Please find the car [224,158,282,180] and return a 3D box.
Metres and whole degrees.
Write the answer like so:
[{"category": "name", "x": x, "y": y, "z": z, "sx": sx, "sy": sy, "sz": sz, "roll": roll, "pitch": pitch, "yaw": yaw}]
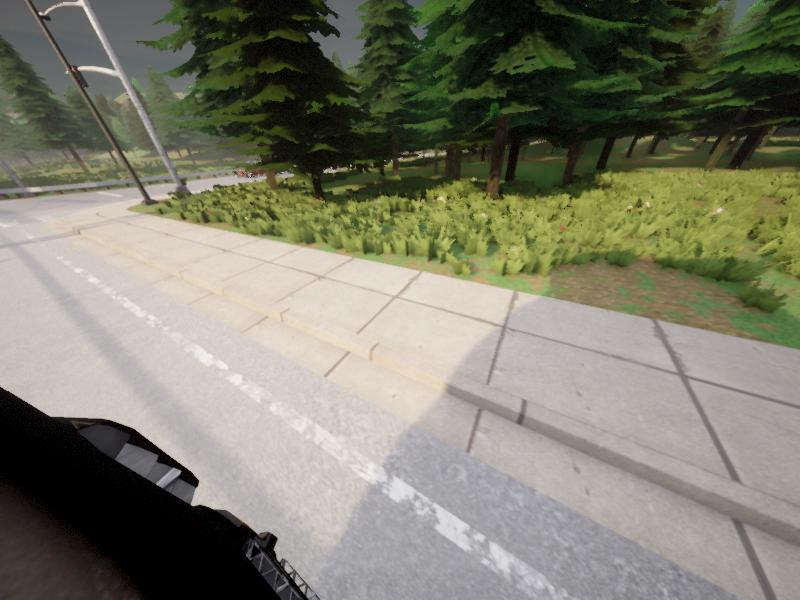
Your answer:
[{"category": "car", "x": -15.968, "y": -14.474, "z": 25.393, "sx": 2.242, "sy": 1.667, "sz": 4.611, "roll": 15, "pitch": 38, "yaw": 25}]
